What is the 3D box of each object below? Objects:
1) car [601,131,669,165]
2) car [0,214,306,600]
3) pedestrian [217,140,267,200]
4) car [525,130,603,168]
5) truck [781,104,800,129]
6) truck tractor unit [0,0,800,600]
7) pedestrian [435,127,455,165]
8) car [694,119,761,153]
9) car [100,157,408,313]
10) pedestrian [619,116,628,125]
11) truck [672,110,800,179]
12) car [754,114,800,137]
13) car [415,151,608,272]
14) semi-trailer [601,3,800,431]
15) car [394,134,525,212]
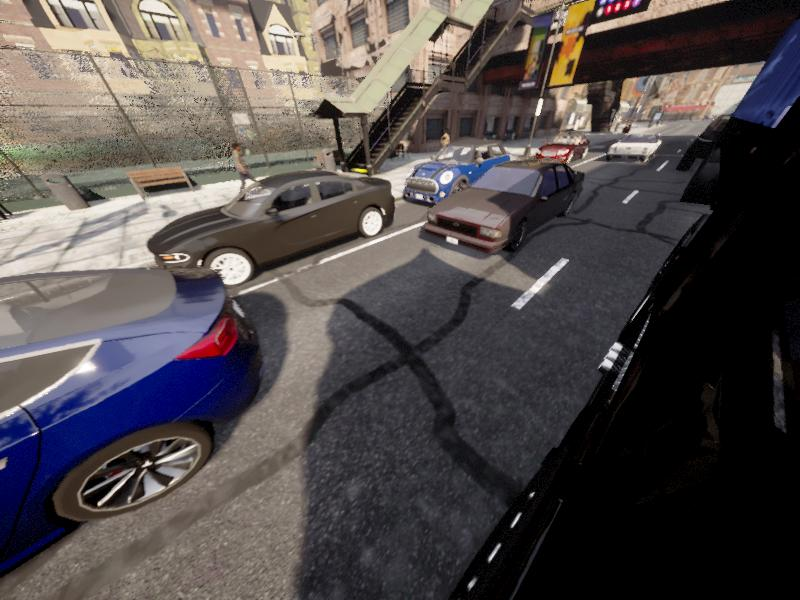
[{"bbox_3d":[14.254,-9.272,13.984,4.718,1.301,1.895,-30,45,-32],"label":"car"},{"bbox_3d":[-3.431,1.097,1.185,4.792,1.488,2.163,-31,45,-32],"label":"car"},{"bbox_3d":[-5.879,-4.871,8.673,0.751,1.860,0.751,-30,44,-31],"label":"pedestrian"},{"bbox_3d":[10.143,-9.420,14.249,4.892,1.521,2.231,-31,45,-32],"label":"car"},{"bbox_3d":[51.632,-23.152,29.042,5.204,2.467,2.627,-31,45,-32],"label":"truck"},{"bbox_3d":[2.645,-0.295,0.351,6.516,4.208,3.053,-28,44,-30],"label":"truck tractor unit"},{"bbox_3d":[2.751,-9.405,14.143,0.751,1.860,0.751,29,47,35],"label":"pedestrian"},{"bbox_3d":[22.835,-11.574,16.201,5.238,1.638,1.930,-30,45,-32],"label":"car"},{"bbox_3d":[-2.362,-1.940,5.109,5.008,1.535,2.097,-31,45,-32],"label":"car"},{"bbox_3d":[59.912,-48.049,61.836,0.751,1.860,0.751,4,37,8],"label":"pedestrian"},{"bbox_3d":[15.489,-7.444,10.844,6.274,2.098,2.390,-30,45,-32],"label":"truck"},{"bbox_3d":[37.548,-17.335,22.938,3.988,1.617,1.851,-31,45,-32],"label":"car"},{"bbox_3d":[2.985,-2.663,5.843,5.357,1.411,2.033,-31,45,-32],"label":"car"},{"bbox_3d":[8.507,-3.738,4.394,14.254,4.402,2.717,-30,45,-32],"label":"semi-trailer"},{"bbox_3d":[2.236,-4.877,8.508,4.553,1.767,2.185,-31,45,-32],"label":"car"}]
